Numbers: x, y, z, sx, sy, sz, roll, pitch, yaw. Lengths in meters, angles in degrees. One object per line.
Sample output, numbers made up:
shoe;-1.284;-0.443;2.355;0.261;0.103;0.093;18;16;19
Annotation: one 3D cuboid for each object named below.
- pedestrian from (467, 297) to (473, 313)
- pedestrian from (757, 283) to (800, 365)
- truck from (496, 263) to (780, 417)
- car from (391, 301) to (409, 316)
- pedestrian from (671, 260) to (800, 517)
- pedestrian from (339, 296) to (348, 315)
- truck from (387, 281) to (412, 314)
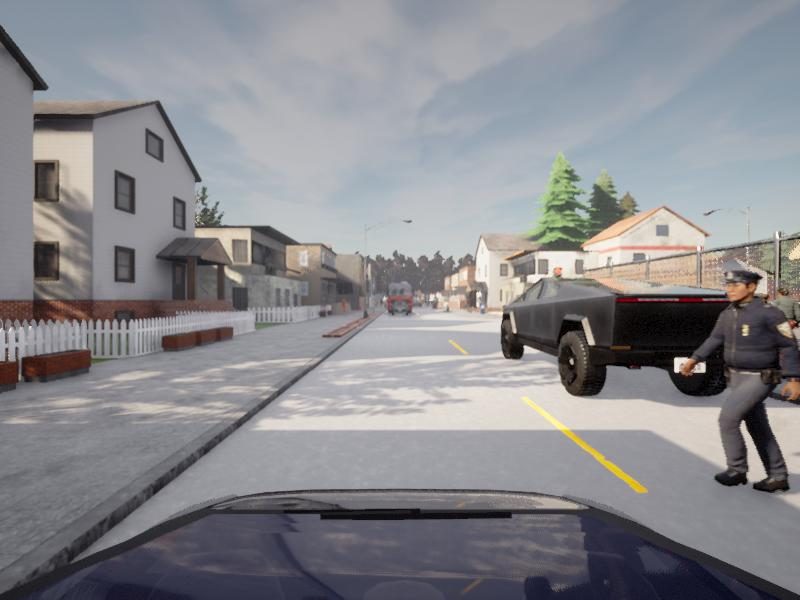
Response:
pedestrian;8.024;0.547;45.868;0.751;1.860;0.751;0;0;7
pedestrian;9.040;0.539;9.370;0.751;1.860;0.751;0;0;12
truck;3.991;0.547;8.585;2.390;2.098;6.274;0;0;0
car;0.007;0.835;41.981;1.789;1.549;3.705;0;0;0
pedestrian;2.845;0.639;3.273;0.751;1.860;0.751;0;0;1
pedestrian;-5.794;0.553;41.310;0.751;1.860;0.751;0;0;8
truck;-0.009;-0.296;50.259;2.891;3.827;8.468;0;0;0
